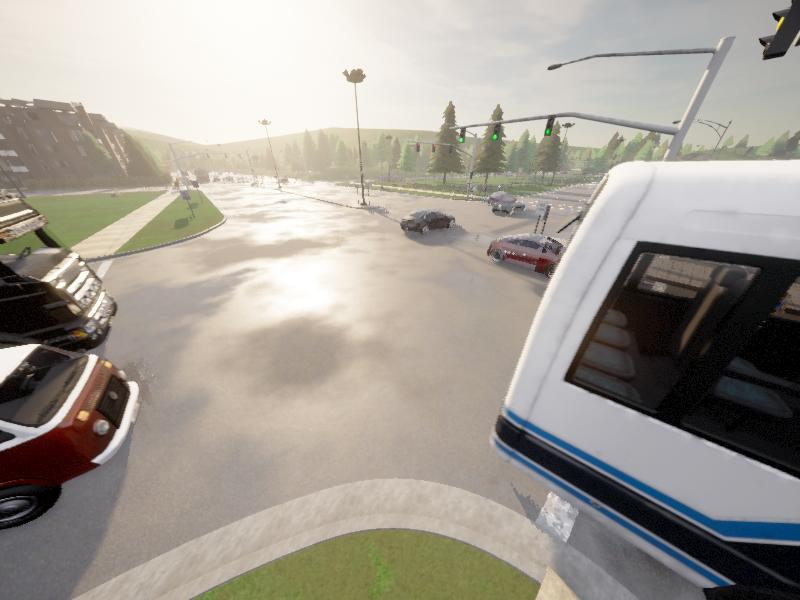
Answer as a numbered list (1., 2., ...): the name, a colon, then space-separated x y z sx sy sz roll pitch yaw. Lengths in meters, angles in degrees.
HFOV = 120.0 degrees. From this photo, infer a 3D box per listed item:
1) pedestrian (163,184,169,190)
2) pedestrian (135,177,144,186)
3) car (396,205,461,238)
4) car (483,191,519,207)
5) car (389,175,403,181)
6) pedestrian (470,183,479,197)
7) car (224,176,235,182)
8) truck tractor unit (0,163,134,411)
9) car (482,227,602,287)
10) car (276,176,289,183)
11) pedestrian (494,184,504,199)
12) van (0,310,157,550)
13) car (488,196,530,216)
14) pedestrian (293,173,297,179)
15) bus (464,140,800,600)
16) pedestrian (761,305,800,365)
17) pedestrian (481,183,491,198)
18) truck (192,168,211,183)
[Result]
1. pedestrian: -48.141 -23.300 47.573 0.500 1.100 0.500 -21 36 -31
2. pedestrian: -62.663 -28.480 55.481 0.751 1.860 0.751 -24 38 -35
3. car: 2.219 -6.001 17.269 4.892 1.490 1.837 -23 37 -34
4. car: 12.687 -12.699 28.917 4.674 1.442 1.812 -23 37 -34
5. car: -1.408 -42.311 80.004 4.856 1.649 2.033 -23 37 -34
6. pedestrian: 11.427 -16.951 35.513 0.751 1.860 0.751 -16 34 -26
7. car: -55.907 -39.809 75.813 1.837 1.490 4.892 -23 37 -34
8. truck tractor unit: -10.107 0.316 3.586 6.516 4.208 3.053 -23 38 -34
9. car: 6.392 -2.250 10.894 1.994 1.385 4.181 -24 38 -35
10. car: -36.139 -37.087 70.962 1.930 1.638 5.238 -22 37 -34
11. pedestrian: 14.149 -15.579 33.135 0.751 1.860 0.751 24 38 36
12. van: -6.443 2.151 2.606 4.480 2.038 2.069 -21 36 -31
13. car: 11.363 -9.814 23.995 4.181 1.385 1.994 -23 37 -34
14. pedestrian: -38.257 -44.854 83.818 0.751 1.860 0.751 -20 36 -31
15. bus: 6.296 1.679 1.218 10.273 4.253 3.944 20 34 32
16. pedestrian: 9.926 0.636 5.356 0.751 1.860 0.751 16 34 25
17. pedestrian: 12.698 -16.204 34.218 0.751 1.860 0.751 -20 36 -31
18. truck: -61.178 -38.505 71.235 2.891 3.827 8.468 -23 37 -34
